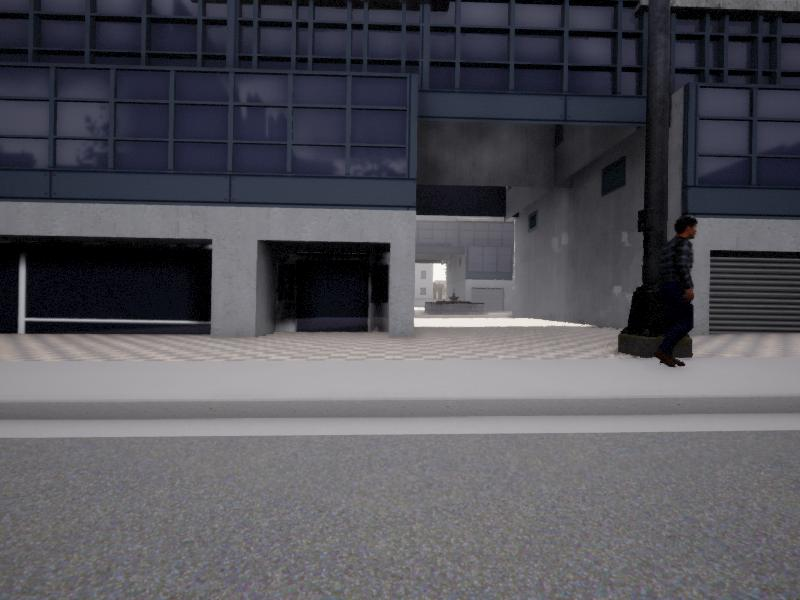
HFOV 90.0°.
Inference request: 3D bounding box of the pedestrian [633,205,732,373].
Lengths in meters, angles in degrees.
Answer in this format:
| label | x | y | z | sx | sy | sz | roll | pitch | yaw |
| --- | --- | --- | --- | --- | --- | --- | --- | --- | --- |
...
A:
| label | x | y | z | sx | sy | sz | roll | pitch | yaw |
| --- | --- | --- | --- | --- | --- | --- | --- | --- | --- |
| pedestrian | 3.394 | -0.124 | 4.885 | 0.751 | 1.860 | 0.751 | 1 | 0 | 15 |
